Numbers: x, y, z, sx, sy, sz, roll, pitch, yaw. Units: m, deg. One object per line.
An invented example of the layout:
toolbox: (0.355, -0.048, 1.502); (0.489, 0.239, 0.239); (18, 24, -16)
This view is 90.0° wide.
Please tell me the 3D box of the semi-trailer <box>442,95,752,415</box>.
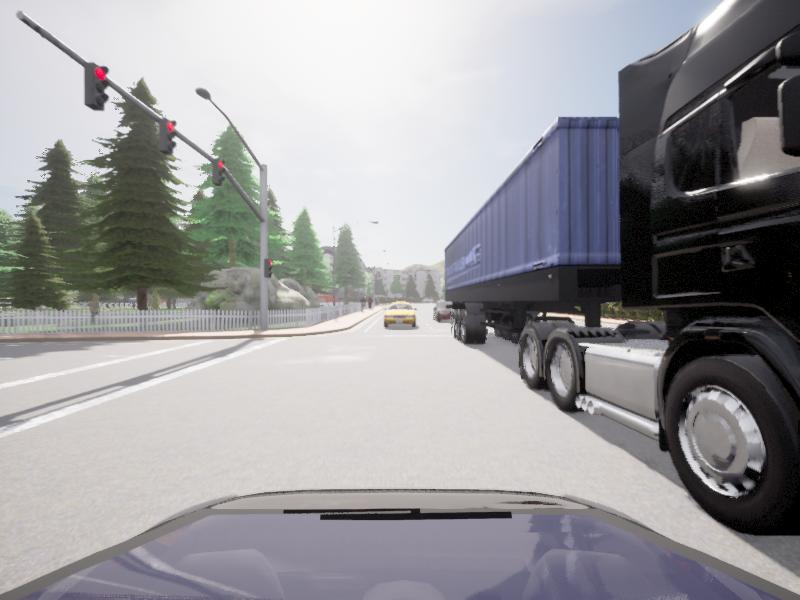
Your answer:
semi-trailer: (3.474, -0.641, 12.642); (2.717, 4.402, 14.254); (0, 0, 0)

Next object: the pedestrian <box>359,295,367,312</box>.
pedestrian: (-4.159, 0.424, 45.118); (0.751, 1.860, 0.751); (0, 0, 2)

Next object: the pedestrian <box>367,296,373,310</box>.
pedestrian: (-4.004, 0.402, 53.908); (0.751, 1.860, 0.751); (0, 0, 0)

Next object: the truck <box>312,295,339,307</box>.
truck: (-15.695, 0.232, 84.409); (5.204, 2.467, 2.627); (0, 0, 2)

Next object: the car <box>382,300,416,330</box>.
car: (0.038, 0.780, 24.003); (1.801, 1.575, 5.366); (0, 0, 2)

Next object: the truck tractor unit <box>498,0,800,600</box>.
truck tractor unit: (3.508, -0.529, 4.729); (3.053, 4.208, 6.516); (0, 0, 0)

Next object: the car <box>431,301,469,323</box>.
car: (3.492, 0.807, 29.001); (2.163, 1.488, 4.792); (0, 0, 0)
